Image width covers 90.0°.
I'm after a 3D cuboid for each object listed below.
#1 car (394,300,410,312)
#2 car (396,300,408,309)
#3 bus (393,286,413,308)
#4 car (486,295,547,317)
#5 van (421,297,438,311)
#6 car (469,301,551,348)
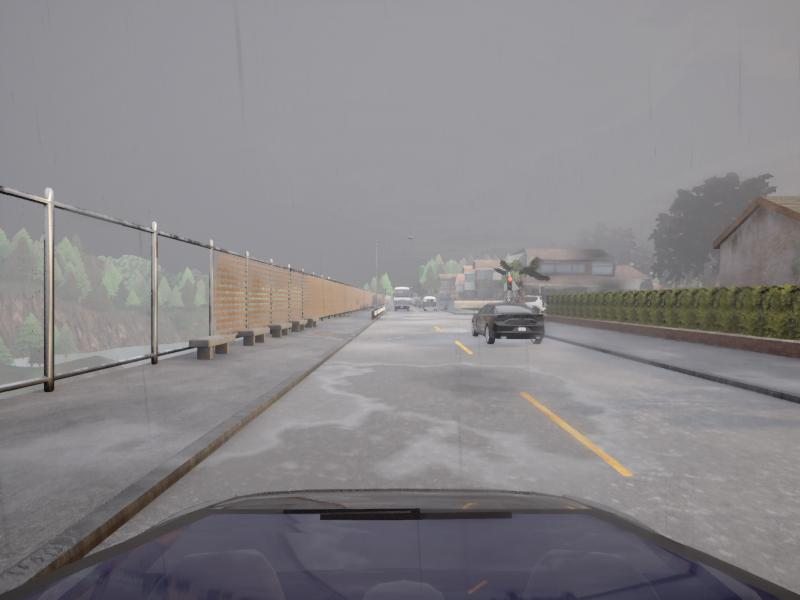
[{"bbox_3d":[0.314,0.781,57.989,2.152,1.651,5.027,0,0,2],"label":"car"},{"bbox_3d":[0.375,0.824,72.797,2.242,1.667,4.611,0,0,0],"label":"car"},{"bbox_3d":[0.551,-0.539,83.810,3.944,4.253,10.273,0,0,0],"label":"bus"},{"bbox_3d":[11.603,0.571,40.217,5.566,2.045,2.150,0,0,6],"label":"car"},{"bbox_3d":[4.342,0.571,59.541,2.069,2.038,4.480,0,0,0],"label":"van"},{"bbox_3d":[4.085,0.823,15.817,1.882,1.535,5.008,0,0,0],"label":"car"}]
